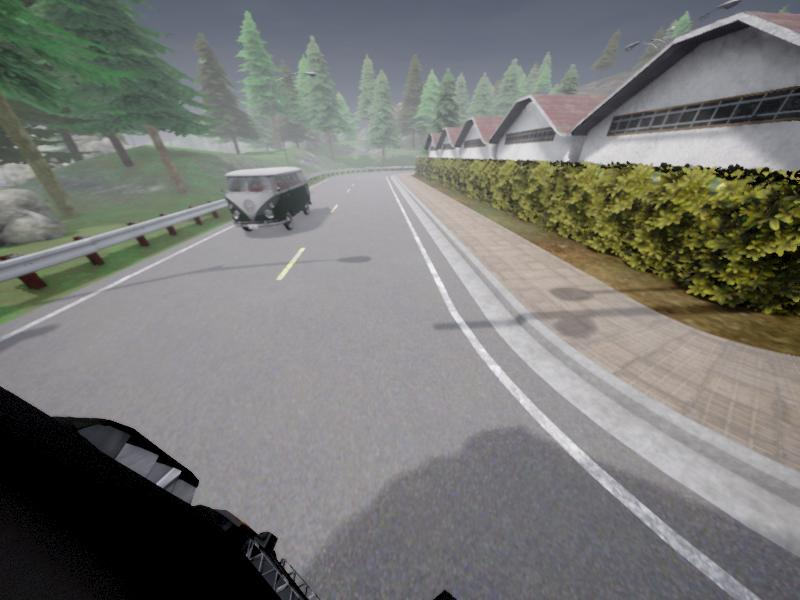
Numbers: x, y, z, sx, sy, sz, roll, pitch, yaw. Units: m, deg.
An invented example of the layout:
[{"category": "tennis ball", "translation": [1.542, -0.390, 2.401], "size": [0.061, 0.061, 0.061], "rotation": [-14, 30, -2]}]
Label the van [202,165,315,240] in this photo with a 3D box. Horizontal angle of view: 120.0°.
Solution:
[{"category": "van", "translation": [-4.921, -4.020, 9.007], "size": [1.775, 1.987, 4.442], "rotation": [-3, 32, -4]}]
